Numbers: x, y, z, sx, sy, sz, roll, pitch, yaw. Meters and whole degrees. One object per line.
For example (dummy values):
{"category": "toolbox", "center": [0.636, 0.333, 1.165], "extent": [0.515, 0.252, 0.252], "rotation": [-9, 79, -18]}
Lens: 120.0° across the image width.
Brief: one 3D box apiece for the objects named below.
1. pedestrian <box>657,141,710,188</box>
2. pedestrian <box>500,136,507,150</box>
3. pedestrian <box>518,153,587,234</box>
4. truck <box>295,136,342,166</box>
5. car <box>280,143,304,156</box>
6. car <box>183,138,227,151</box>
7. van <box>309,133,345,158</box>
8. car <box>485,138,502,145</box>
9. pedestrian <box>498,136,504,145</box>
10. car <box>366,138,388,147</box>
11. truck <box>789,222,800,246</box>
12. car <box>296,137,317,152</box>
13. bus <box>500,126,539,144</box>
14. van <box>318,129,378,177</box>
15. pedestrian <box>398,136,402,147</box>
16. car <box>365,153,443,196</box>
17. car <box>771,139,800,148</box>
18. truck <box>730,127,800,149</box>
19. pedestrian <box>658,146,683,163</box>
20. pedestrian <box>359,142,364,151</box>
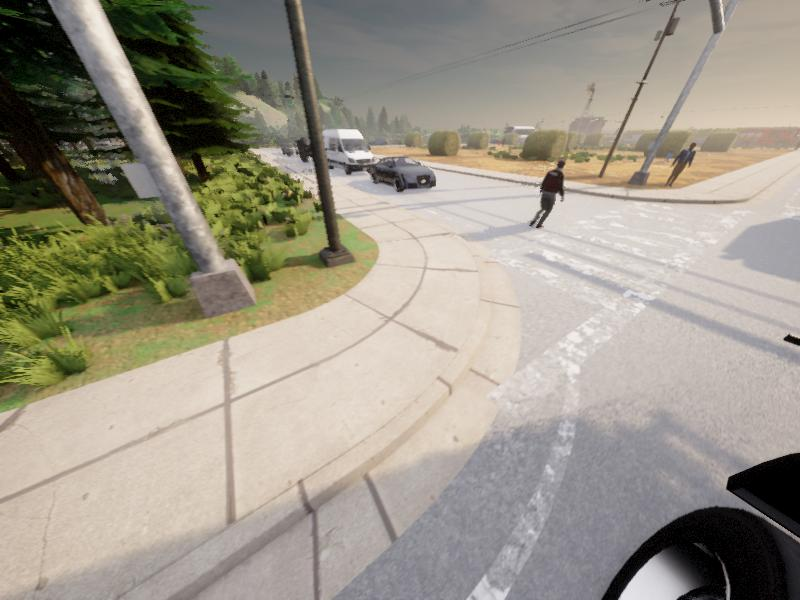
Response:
{"category": "pedestrian", "center": [13.345, -6.417, 10.975], "extent": [0.751, 1.860, 0.751], "rotation": [25, 42, 30]}
{"category": "pedestrian", "center": [17.815, -27.049, 39.792], "extent": [0.751, 1.860, 0.751], "rotation": [12, 37, 16]}
{"category": "pedestrian", "center": [4.068, -2.883, 6.305], "extent": [0.751, 1.860, 0.751], "rotation": [-19, 40, -25]}
{"category": "truck", "center": [-8.023, -14.616, 22.480], "extent": [2.390, 2.098, 6.274], "rotation": [-20, 40, -25]}
{"category": "car", "center": [-14.771, -20.585, 31.478], "extent": [1.895, 1.301, 4.718], "rotation": [-20, 40, -26]}
{"category": "car", "center": [-32.703, -26.213, 38.911], "extent": [5.238, 1.638, 1.930], "rotation": [-18, 39, -23]}
{"category": "van", "center": [-9.480, -19.982, 29.686], "extent": [2.351, 2.431, 6.366], "rotation": [-20, 40, -25]}
{"category": "car", "center": [26.697, -45.159, 65.749], "extent": [4.193, 1.474, 1.816], "rotation": [-18, 39, -23]}
{"category": "pedestrian", "center": [26.488, -41.872, 60.524], "extent": [0.751, 1.860, 0.751], "rotation": [-20, 40, -26]}
{"category": "car", "center": [-5.398, -37.274, 54.479], "extent": [4.856, 1.649, 2.033], "rotation": [-18, 39, -23]}
{"category": "truck", "center": [12.877, -2.619, 5.446], "extent": [5.204, 2.467, 2.627], "rotation": [-21, 41, -26]}
{"category": "car", "center": [-15.095, -25.061, 37.215], "extent": [1.905, 1.878, 3.866], "rotation": [-20, 40, -25]}
{"category": "bus", "center": [35.812, -49.287, 69.159], "extent": [10.273, 4.253, 3.944], "rotation": [-18, 39, -23]}
{"category": "van", "center": [-3.896, -10.880, 16.901], "extent": [1.988, 2.561, 5.915], "rotation": [-20, 40, -25]}
{"category": "pedestrian", "center": [-0.039, -32.847, 47.820], "extent": [0.751, 1.860, 0.751], "rotation": [-4, 36, -6]}
{"category": "car", "center": [0.042, -6.692, 12.071], "extent": [1.994, 1.385, 4.181], "rotation": [-20, 40, -25]}
{"category": "car", "center": [88.371, -35.013, 51.740], "extent": [1.930, 1.638, 5.238], "rotation": [-20, 40, -26]}
{"category": "truck", "center": [83.230, -36.858, 52.421], "extent": [2.891, 3.827, 8.468], "rotation": [-20, 40, -26]}
{"category": "pedestrian", "center": [24.635, -13.275, 21.075], "extent": [0.751, 1.300, 0.751], "rotation": [-12, 37, -17]}
{"category": "pedestrian", "center": [-5.949, -23.937, 36.051], "extent": [0.500, 1.100, 0.500], "rotation": [-21, 41, -27]}
